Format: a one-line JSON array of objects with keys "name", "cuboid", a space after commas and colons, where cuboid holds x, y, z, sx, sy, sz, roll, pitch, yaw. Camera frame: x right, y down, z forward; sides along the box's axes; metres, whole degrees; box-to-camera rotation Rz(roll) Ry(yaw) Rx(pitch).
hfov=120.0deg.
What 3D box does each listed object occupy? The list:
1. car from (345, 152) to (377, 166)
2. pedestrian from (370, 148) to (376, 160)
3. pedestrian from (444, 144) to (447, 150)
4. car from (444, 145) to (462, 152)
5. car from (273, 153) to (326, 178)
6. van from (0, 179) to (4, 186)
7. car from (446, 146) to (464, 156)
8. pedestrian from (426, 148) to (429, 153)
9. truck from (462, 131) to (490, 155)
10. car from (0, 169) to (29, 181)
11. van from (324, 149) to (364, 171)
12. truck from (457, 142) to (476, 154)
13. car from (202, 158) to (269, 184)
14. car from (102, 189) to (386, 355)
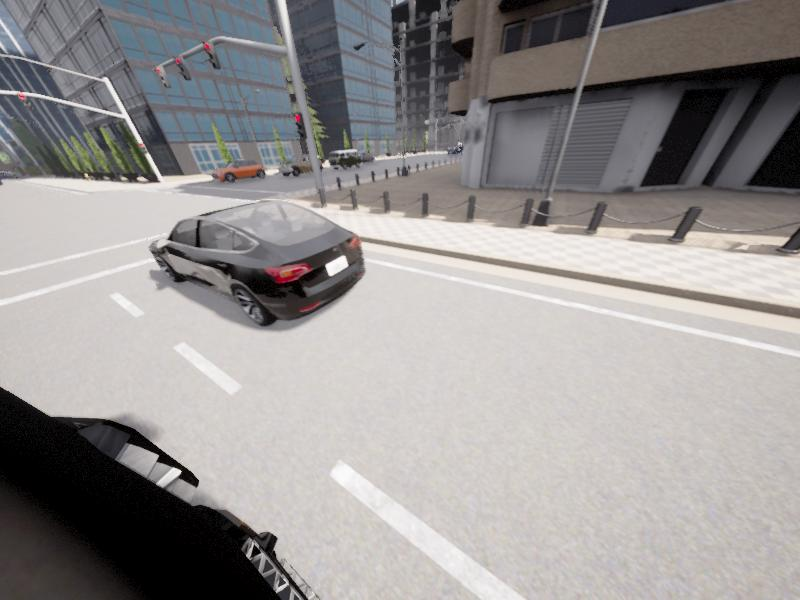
[{"name": "car", "cuboid": [-5.883, -21.879, 35.794, 2.128, 1.511, 4.902, 16, 38, 27]}, {"name": "pedestrian", "cuboid": [-5.328, -28.705, 45.360, 0.751, 1.860, 0.751, -30, 42, -34]}, {"name": "pedestrian", "cuboid": [16.838, -56.070, 84.728, 0.751, 1.860, 0.751, 22, 41, 32]}, {"name": "car", "cuboid": [16.762, -48.088, 73.317, 4.974, 1.542, 2.038, 16, 38, 26]}, {"name": "car", "cuboid": [-10.278, -14.045, 24.060, 1.932, 1.855, 4.605, 16, 38, 27]}, {"name": "van", "cuboid": [-60.565, -17.868, 33.866, 4.442, 1.987, 1.775, 19, 39, 30]}, {"name": "car", "cuboid": [11.418, -30.992, 48.042, 1.882, 1.535, 5.008, 16, 38, 27]}, {"name": "pedestrian", "cuboid": [7.620, -41.367, 63.994, 0.500, 1.100, 0.500, 13, 37, 22]}, {"name": "truck", "cuboid": [15.950, -32.578, 47.991, 2.891, 3.827, 8.468, 16, 38, 27]}, {"name": "car", "cuboid": [-81.419, -25.675, 47.558, 4.611, 1.667, 2.242, -21, 38, -25]}, {"name": "van", "cuboid": [-6.788, -17.470, 28.770, 2.069, 2.038, 4.480, 16, 38, 27]}, {"name": "truck", "cuboid": [15.407, -35.085, 53.355, 2.390, 2.098, 6.274, 16, 38, 26]}, {"name": "car", "cuboid": [-15.709, -12.574, 22.367, 2.097, 1.767, 4.553, 17, 38, 27]}, {"name": "car", "cuboid": [-2.916, -1.042, 4.410, 4.792, 1.488, 2.163, 16, 38, 26]}]
